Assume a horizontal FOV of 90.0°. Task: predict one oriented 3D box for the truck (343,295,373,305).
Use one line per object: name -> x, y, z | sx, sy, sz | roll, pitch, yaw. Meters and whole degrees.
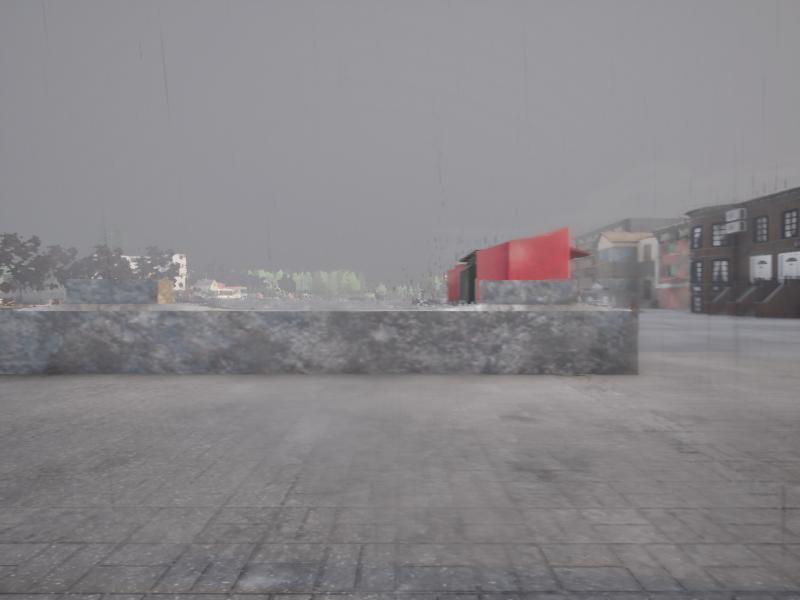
truck -> -8.882, -0.070, 85.109 | 6.274, 2.098, 2.390 | 0, 0, 0
